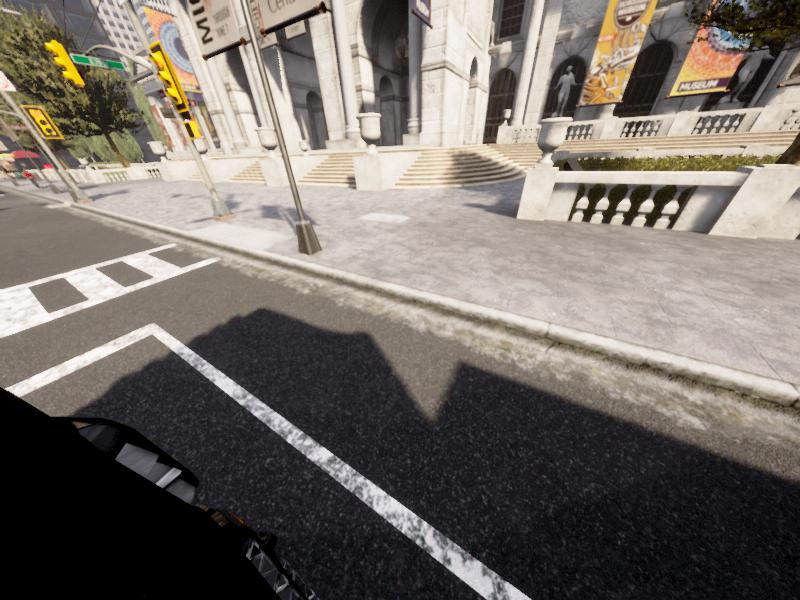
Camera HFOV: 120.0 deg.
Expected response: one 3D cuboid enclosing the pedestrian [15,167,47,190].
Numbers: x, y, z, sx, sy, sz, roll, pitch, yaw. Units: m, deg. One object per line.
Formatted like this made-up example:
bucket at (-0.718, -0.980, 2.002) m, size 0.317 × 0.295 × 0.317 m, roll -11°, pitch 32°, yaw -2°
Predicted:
pedestrian at (-36.276, -11.976, 22.768) m, size 0.751 × 1.860 × 0.751 m, roll -30°, pitch 42°, yaw -34°
